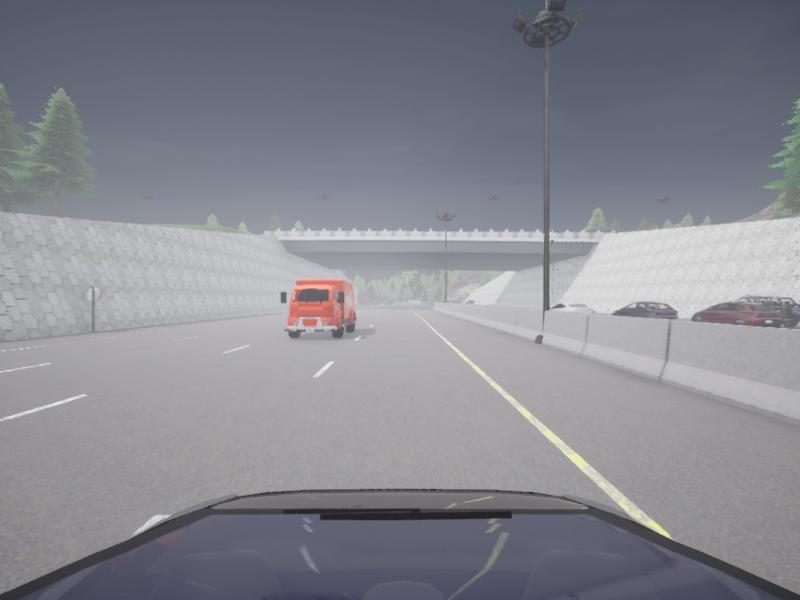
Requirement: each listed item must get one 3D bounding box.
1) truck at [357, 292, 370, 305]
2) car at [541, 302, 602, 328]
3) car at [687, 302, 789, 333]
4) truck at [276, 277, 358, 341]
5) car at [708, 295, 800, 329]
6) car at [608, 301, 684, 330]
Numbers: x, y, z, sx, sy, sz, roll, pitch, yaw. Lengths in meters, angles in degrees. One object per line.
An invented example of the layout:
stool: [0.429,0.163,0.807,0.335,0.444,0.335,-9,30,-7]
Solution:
truck: [-10.377,-0.430,115.073,2.891,3.827,8.468,0,0,0]
car: [10.539,0.846,24.950,1.812,1.442,4.674,0,0,0]
car: [17.530,0.834,21.068,1.816,1.474,4.193,0,0,0]
truck: [-3.472,0.340,18.038,2.627,2.467,5.204,0,0,0]
car: [21.035,0.630,23.758,1.932,1.855,4.605,0,0,0]
car: [14.034,0.832,23.149,1.816,1.474,4.193,0,0,0]
